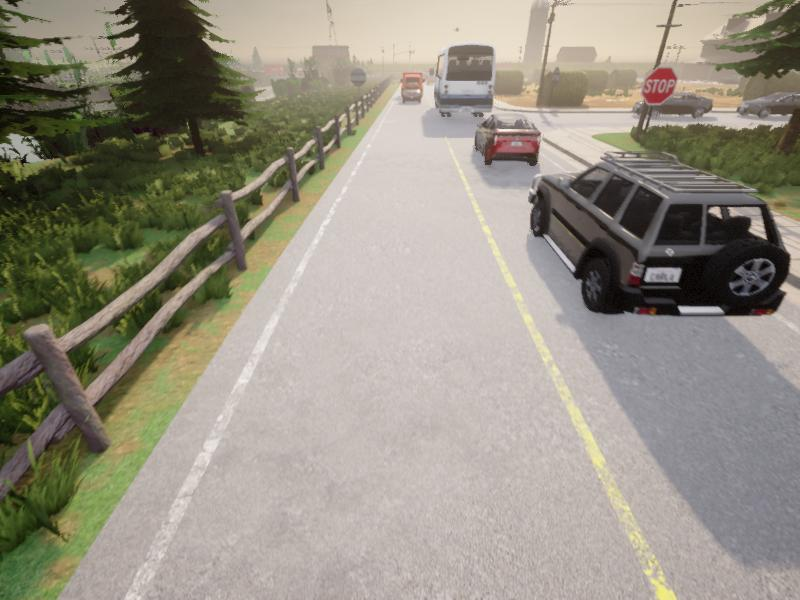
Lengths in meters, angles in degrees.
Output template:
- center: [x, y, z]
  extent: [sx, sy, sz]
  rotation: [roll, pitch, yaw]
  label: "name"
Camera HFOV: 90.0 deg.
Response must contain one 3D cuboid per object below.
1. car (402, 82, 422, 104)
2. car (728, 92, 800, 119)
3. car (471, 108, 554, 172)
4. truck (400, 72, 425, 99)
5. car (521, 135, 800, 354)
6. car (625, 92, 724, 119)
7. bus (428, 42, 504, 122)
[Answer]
- center: [1.122, -19.608, 37.873]
  extent: [1.851, 1.617, 3.988]
  rotation: [1, 30, 1]
  label: "car"
- center: [25.806, -13.270, 27.220]
  extent: [4.902, 1.511, 2.128]
  rotation: [-1, 30, -1]
  label: "car"
- center: [3.893, -5.995, 14.702]
  extent: [2.007, 1.525, 4.514]
  rotation: [2, 30, 3]
  label: "car"
- center: [1.339, -23.464, 43.615]
  extent: [2.627, 2.467, 5.204]
  rotation: [1, 30, 1]
  label: "truck"
- center: [3.600, -1.311, 6.350]
  extent: [1.932, 1.855, 4.605]
  rotation: [1, 30, 1]
  label: "car"
- center: [18.460, -13.203, 27.103]
  extent: [4.902, 1.511, 2.128]
  rotation: [-1, 30, -1]
  label: "car"
- center: [4.221, -15.747, 28.684]
  extent: [3.944, 4.253, 10.273]
  rotation: [1, 31, 1]
  label: "bus"
